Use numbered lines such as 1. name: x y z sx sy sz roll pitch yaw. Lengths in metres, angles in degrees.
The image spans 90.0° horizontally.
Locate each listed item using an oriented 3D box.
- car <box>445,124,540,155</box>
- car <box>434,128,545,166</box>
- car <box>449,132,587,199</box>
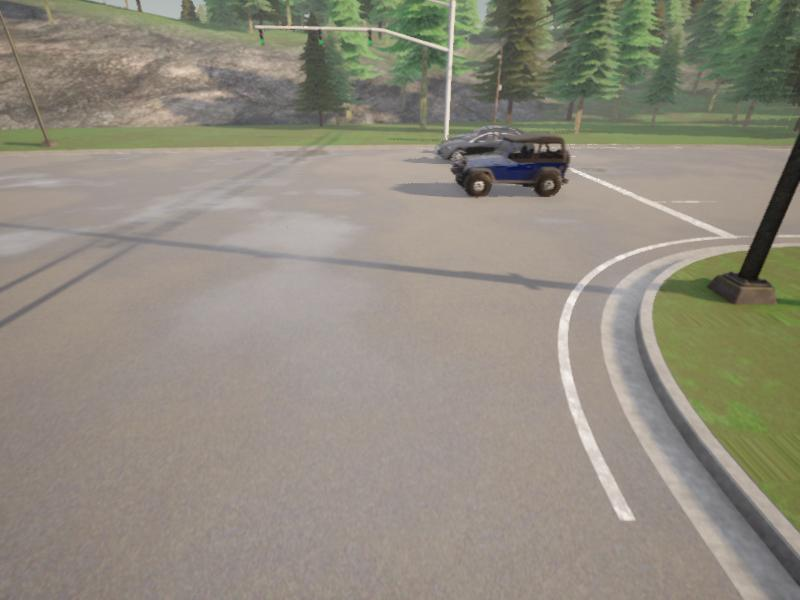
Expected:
1. car: 5.200 -9.263 23.068 4.892 1.490 1.837 -1 27 -3
2. car: 4.284 -7.650 19.899 4.902 1.511 2.128 -1 27 -3
3. car: 3.788 -4.609 13.554 3.866 1.878 1.905 -1 27 -3
